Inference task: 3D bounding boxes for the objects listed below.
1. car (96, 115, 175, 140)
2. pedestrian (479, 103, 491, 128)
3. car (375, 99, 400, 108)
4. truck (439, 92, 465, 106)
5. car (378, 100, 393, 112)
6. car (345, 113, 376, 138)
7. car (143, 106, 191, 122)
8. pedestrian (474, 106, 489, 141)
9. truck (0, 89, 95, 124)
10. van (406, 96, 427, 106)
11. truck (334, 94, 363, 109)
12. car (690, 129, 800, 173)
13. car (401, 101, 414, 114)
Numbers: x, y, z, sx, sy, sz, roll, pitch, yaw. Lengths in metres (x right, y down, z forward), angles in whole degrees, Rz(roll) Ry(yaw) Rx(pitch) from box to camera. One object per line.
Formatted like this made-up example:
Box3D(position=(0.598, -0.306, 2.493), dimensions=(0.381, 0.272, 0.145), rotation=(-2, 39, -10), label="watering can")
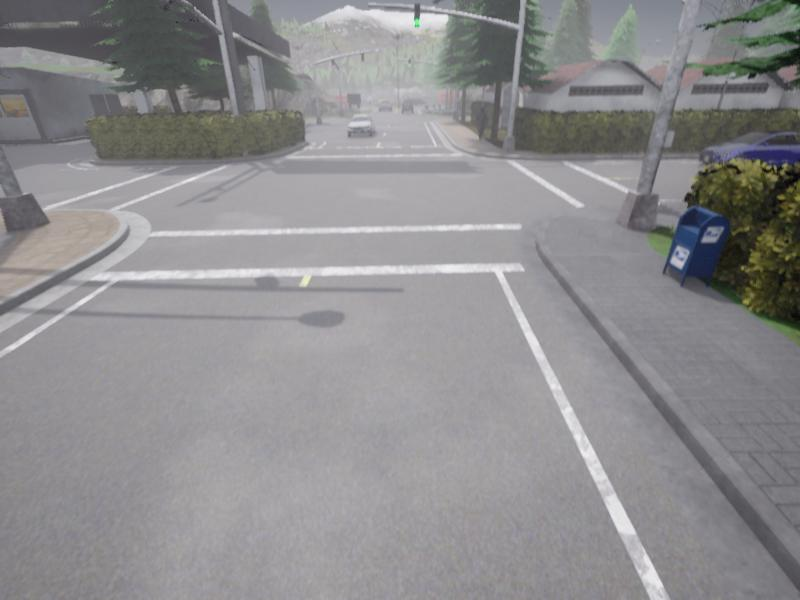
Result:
Box3D(position=(-21.589, -14.187, 32.858), dimensions=(4.611, 1.667, 2.242), rotation=(0, 28, 1), label="car")
Box3D(position=(7.192, -15.676, 34.034), dimensions=(0.751, 1.860, 0.751), rotation=(1, 28, 3), label="pedestrian")
Box3D(position=(-2.619, -40.891, 83.081), dimensions=(5.008, 1.535, 1.882), rotation=(0, 28, 2), label="car")
Box3D(position=(11.164, -42.961, 85.590), dimensions=(5.204, 2.467, 2.627), rotation=(0, 28, 2), label="truck")
Box3D(position=(-2.288, -30.741, 63.350), dimensions=(2.038, 1.542, 4.974), rotation=(0, 28, 1), label="car")
Box3D(position=(-2.975, -13.582, 31.026), dimensions=(1.812, 1.442, 4.674), rotation=(-1, 27, 2), label="car")
Box3D(position=(-29.625, -23.715, 50.953), dimensions=(4.553, 1.767, 2.097), rotation=(0, 28, 2), label="car")
Box3D(position=(4.940, -10.726, 24.321), dimensions=(0.751, 1.860, 0.751), rotation=(3, 28, 7), label="pedestrian")
Box3D(position=(-44.737, -24.612, 50.932), dimensions=(8.468, 3.827, 2.891), rotation=(0, 28, 2), label="truck")
Box3D(position=(3.603, -42.732, 85.908), dimensions=(4.442, 1.987, 1.775), rotation=(0, 28, 2), label="van")
Box3D(position=(-10.184, -39.661, 79.969), dimensions=(5.204, 2.467, 2.627), rotation=(0, 28, 2), label="truck")
Box3D(position=(15.021, -6.237, 16.679), dimensions=(4.193, 1.474, 1.816), rotation=(0, 28, 1), label="car")
Box3D(position=(1.099, -27.952, 57.911), dimensions=(1.789, 1.549, 3.705), rotation=(0, 28, 1), label="car")
